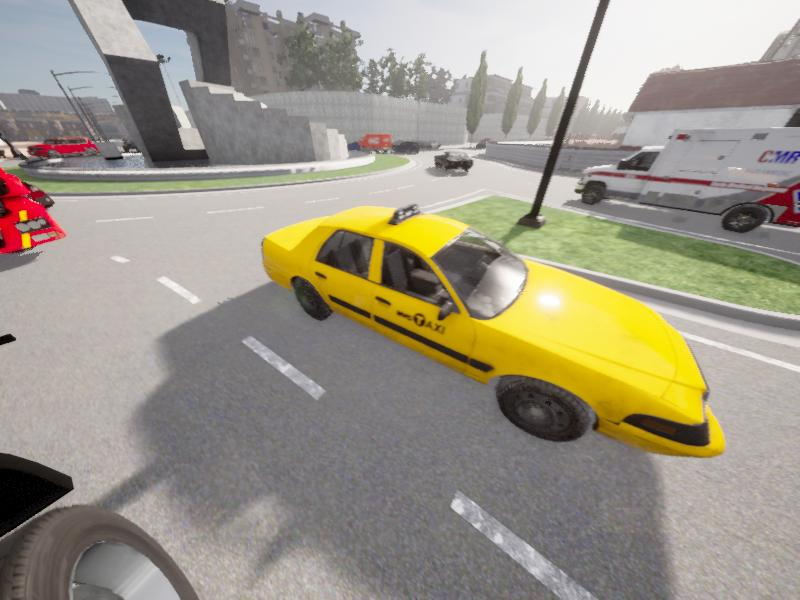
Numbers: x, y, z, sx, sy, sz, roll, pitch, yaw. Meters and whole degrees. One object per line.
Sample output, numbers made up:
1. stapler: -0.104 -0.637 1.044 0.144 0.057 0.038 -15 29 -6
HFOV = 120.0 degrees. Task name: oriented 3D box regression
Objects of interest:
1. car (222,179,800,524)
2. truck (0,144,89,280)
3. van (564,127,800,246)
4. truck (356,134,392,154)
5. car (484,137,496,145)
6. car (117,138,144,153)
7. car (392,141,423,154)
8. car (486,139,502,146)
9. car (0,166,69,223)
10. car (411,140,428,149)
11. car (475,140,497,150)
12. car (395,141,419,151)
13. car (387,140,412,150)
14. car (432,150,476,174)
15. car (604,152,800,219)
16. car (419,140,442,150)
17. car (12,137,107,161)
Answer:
1. car: 0.313 -0.347 3.004 5.366 1.575 1.801 21 40 27
2. truck: -11.766 -2.310 3.788 8.468 3.827 2.891 6 36 8
3. van: 9.615 -3.930 7.354 2.351 2.431 6.366 -23 41 -29
4. truck: -4.070 -24.703 36.493 5.204 2.467 2.627 25 42 32
5. car: 29.328 -51.885 75.344 1.905 1.878 3.866 -7 36 -10
6. car: -43.559 -25.069 37.393 1.905 1.878 3.866 -25 42 -31
7. car: 1.083 -24.185 36.535 2.033 1.649 4.856 -27 43 -33
8. car: 26.393 -44.145 64.711 1.801 1.575 5.366 30 45 35
9. car: -14.601 -3.579 7.685 4.181 1.385 1.994 5 36 6
10. car: 4.271 -34.102 50.599 3.633 1.501 1.845 -30 45 -35
11. car: 18.089 -32.663 48.623 2.038 1.542 4.974 30 45 35
12. car: 1.443 -29.689 44.448 4.674 1.442 1.812 -29 44 -34
13. car: -0.087 -31.649 47.128 4.974 1.542 2.038 -29 45 -35
14. car: 4.084 -11.005 18.273 1.895 1.301 4.718 -4 36 -5
15. car: 12.252 -4.958 9.490 1.930 1.638 5.238 -22 41 -28
16. car: 6.403 -32.464 48.299 4.974 1.542 2.038 -30 45 -35
17. car: -38.680 -17.490 26.603 2.150 2.045 5.566 6 36 8
